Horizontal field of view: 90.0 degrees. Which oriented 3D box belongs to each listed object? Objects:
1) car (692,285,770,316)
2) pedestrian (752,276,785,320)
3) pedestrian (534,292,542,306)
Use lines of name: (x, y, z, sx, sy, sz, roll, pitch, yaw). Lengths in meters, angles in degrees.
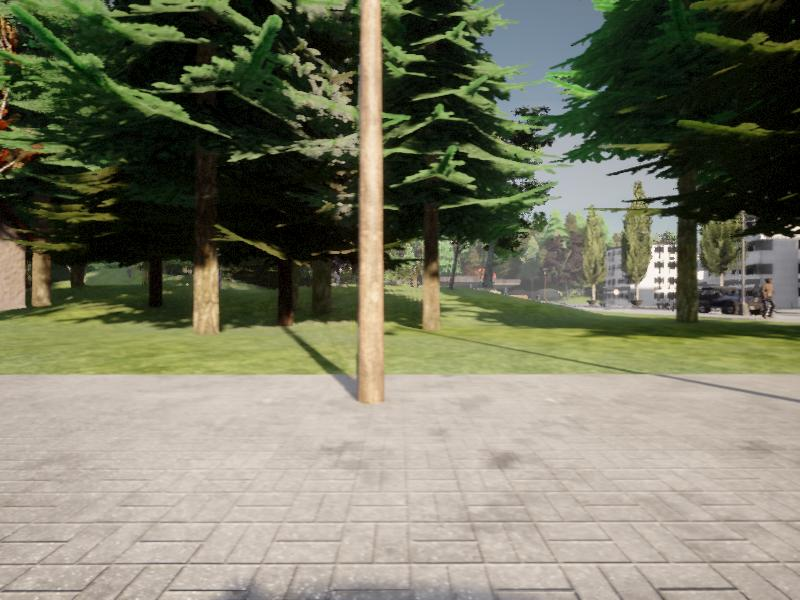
car: (21.389, 0.034, 26.089, 1.905, 1.878, 3.866, 0, 0, 0)
pedestrian: (16.048, -0.077, 17.440, 0.751, 1.860, 0.751, 0, 0, 3)
pedestrian: (18.736, -0.080, 54.250, 0.751, 1.860, 0.751, 0, 0, -36)
